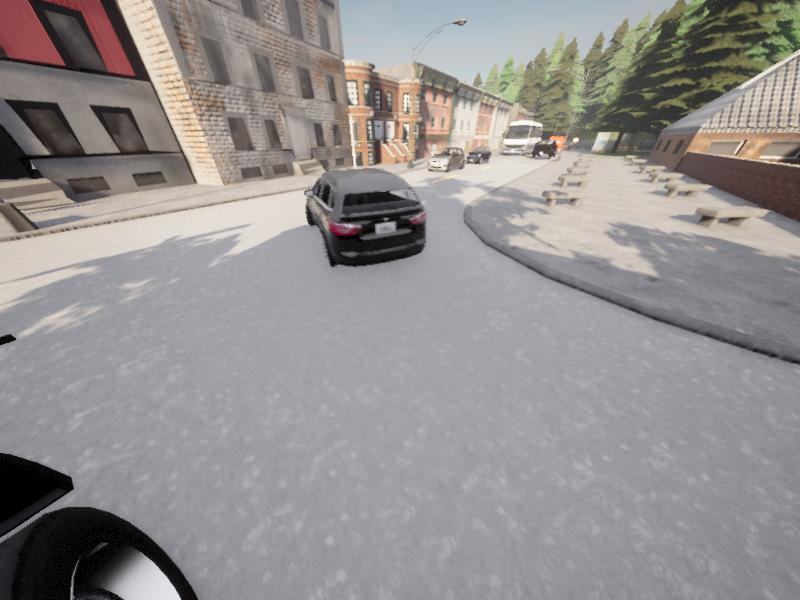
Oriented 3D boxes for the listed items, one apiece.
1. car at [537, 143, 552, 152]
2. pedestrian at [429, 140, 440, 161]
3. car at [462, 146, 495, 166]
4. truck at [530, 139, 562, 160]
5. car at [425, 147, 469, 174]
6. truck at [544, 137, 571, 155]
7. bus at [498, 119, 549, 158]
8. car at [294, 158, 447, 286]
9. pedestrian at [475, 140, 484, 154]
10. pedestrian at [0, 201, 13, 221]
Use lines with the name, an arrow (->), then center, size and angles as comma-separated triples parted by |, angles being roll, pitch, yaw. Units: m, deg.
car -> 32.754, -34.543, 52.246 | 1.801, 1.575, 5.366 | 22, 41, 28
pedestrian -> 3.762, -16.574, 25.624 | 0.751, 1.860, 0.751 | 28, 44, 33
car -> 8.078, -14.838, 23.702 | 1.845, 1.501, 3.633 | 22, 41, 28
truck -> 20.084, -20.769, 31.729 | 2.390, 2.098, 6.274 | 23, 41, 28
car -> 3.894, -11.496, 18.862 | 1.851, 1.617, 3.988 | 22, 41, 28
truck -> 27.018, -26.508, 39.609 | 2.627, 2.467, 5.204 | 23, 41, 28
bus -> 18.997, -24.619, 35.316 | 3.944, 4.253, 10.273 | 22, 41, 28
car -> -1.131, -2.433, 5.903 | 2.242, 1.667, 4.611 | -15, 38, -19
pedestrian -> 13.011, -25.159, 37.967 | 0.751, 1.860, 0.751 | -20, 40, -26
pedestrian -> -12.432, -3.195, 6.504 | 0.751, 1.860, 0.751 | 23, 41, 29
